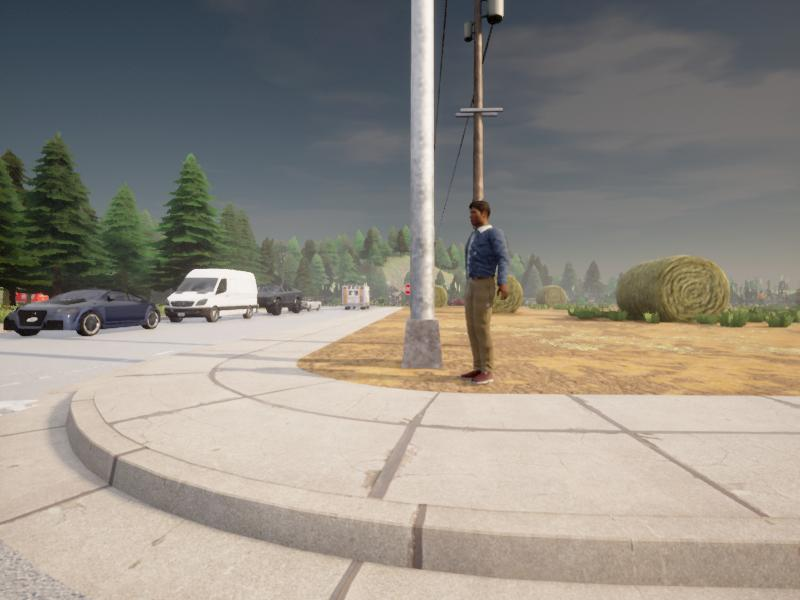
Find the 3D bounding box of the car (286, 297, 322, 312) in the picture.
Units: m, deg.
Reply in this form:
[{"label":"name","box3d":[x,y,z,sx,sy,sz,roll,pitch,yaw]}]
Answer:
[{"label":"car","box3d":[-8.417,0.370,35.422,1.895,1.301,4.718,0,0,3]}]

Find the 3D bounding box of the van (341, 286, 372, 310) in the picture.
[{"label":"van","box3d":[-4.520,-0.195,42.865,2.351,2.431,6.366,0,0,3]}]

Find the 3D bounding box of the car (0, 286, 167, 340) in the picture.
[{"label":"car","box3d":[-9.547,0.334,12.483,1.994,1.385,4.181,0,0,3]}]

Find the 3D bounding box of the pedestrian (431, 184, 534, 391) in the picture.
[{"label":"pedestrian","box3d":[0.807,-0.111,4.065,0.751,1.860,0.751,0,0,-17]}]

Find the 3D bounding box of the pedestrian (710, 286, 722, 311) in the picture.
[{"label":"pedestrian","box3d":[23.961,-0.120,30.333,0.751,1.860,0.751,0,0,39]}]

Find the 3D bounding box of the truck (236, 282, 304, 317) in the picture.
[{"label":"truck","box3d":[-8.762,-0.031,27.826,2.390,2.098,6.274,0,0,3]}]

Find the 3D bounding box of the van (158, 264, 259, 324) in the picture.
[{"label":"van","box3d":[-9.176,-0.250,19.959,1.988,2.561,5.915,0,0,3]}]

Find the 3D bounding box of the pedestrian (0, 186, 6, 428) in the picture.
[{"label":"pedestrian","box3d":[-3.584,0.053,3.085,0.751,1.860,0.751,0,0,44]}]
